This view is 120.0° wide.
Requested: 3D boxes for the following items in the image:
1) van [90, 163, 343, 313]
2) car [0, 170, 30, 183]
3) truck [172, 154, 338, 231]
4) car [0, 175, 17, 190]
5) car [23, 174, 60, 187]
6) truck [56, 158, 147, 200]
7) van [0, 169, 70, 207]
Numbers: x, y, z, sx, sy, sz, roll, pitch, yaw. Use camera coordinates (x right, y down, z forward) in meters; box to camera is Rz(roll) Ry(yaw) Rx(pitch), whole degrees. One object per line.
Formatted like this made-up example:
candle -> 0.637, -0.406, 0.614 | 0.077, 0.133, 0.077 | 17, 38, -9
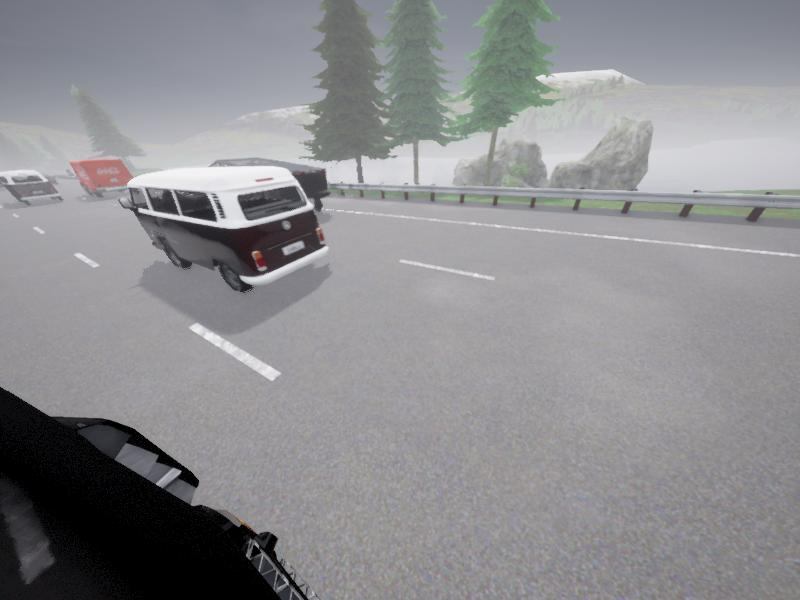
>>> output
van -> -3.812, -1.702, 5.017 | 4.480, 2.038, 2.069 | 16, 38, 26
car -> -70.920, -22.817, 42.563 | 4.605, 1.855, 1.932 | 16, 38, 26
truck -> -5.924, -4.553, 9.436 | 6.274, 2.098, 2.390 | 16, 38, 26
car -> -50.697, -14.704, 29.016 | 4.193, 1.474, 1.816 | 16, 38, 26
car -> -48.929, -16.367, 31.542 | 4.718, 1.301, 1.895 | 16, 38, 26
truck -> -23.529, -9.667, 18.284 | 5.204, 2.467, 2.627 | 16, 38, 26
van -> -26.759, -8.172, 16.675 | 4.480, 2.038, 2.069 | 16, 38, 26
